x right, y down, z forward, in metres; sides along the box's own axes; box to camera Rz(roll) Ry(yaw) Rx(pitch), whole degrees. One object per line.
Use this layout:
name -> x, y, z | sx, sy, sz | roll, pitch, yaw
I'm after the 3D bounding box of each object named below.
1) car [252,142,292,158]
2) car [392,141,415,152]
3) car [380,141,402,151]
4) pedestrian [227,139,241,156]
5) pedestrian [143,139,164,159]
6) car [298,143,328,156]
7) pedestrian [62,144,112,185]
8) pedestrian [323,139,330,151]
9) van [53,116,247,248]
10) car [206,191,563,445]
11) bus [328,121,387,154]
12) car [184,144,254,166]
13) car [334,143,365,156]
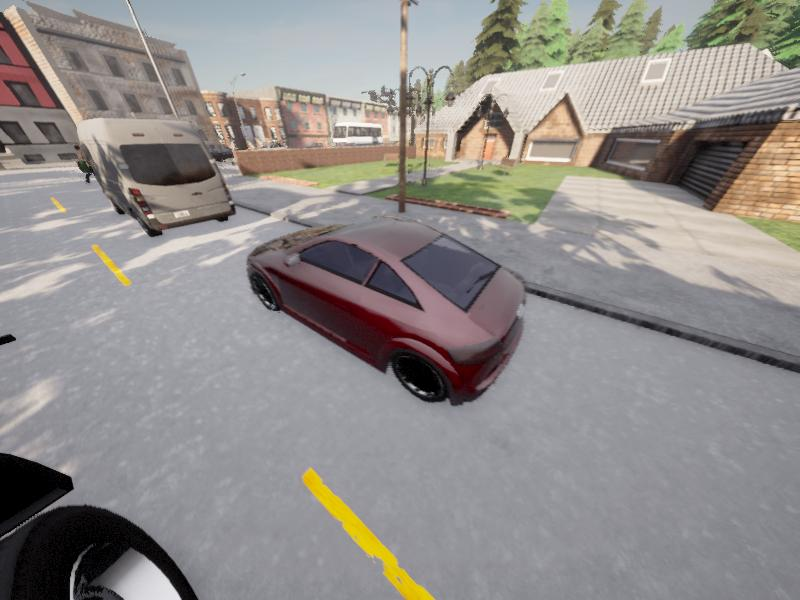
car -> -16.725, -19.780, 30.443 | 1.851, 1.617, 3.988 | 22, 41, 28
car -> 0.669, -29.932, 44.929 | 2.242, 1.667, 4.611 | 22, 41, 28
car -> -1.780, -31.899, 47.780 | 1.801, 1.575, 5.366 | 22, 41, 28
pedestrian -> -21.988, -20.207, 30.563 | 0.751, 1.860, 0.751 | 28, 43, 33
pedestrian -> -27.059, -16.578, 25.375 | 0.751, 1.860, 0.751 | 26, 43, 32
car -> -13.054, -22.726, 34.719 | 1.845, 1.501, 3.633 | 22, 41, 28
pedestrian -> -16.875, -7.317, 12.499 | 0.751, 1.860, 0.751 | 22, 41, 28
pedestrian -> -13.975, -29.487, 43.879 | 0.751, 1.860, 0.751 | 24, 41, 29
van -> -7.614, -3.797, 7.032 | 5.915, 2.561, 1.988 | 23, 41, 29
car -> -0.437, -0.427, 3.326 | 4.181, 1.385, 1.994 | 22, 41, 28
bus -> -7.041, -28.595, 40.732 | 3.944, 4.253, 10.273 | 22, 41, 28
car -> -18.007, -14.680, 23.258 | 1.882, 1.535, 5.008 | 22, 41, 28
car -> -7.609, -23.118, 35.393 | 1.812, 1.442, 4.674 | 22, 41, 28
